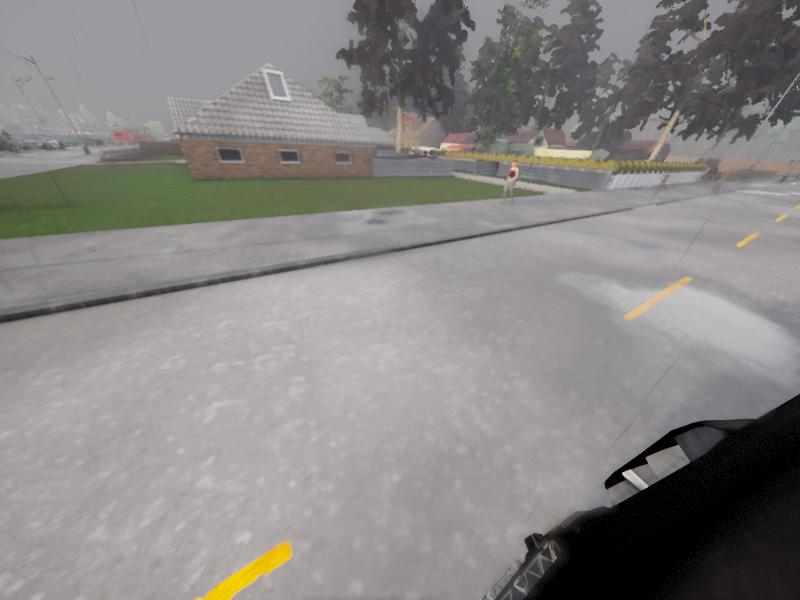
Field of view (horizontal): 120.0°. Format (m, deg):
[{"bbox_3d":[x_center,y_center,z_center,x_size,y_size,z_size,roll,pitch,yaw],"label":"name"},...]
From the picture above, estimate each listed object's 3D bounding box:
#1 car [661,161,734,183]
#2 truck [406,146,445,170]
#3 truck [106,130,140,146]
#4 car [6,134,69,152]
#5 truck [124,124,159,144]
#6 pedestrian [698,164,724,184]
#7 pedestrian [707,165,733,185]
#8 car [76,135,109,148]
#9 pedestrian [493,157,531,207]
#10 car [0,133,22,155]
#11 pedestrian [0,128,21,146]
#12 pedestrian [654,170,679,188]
[{"bbox_3d":[40.906,-17.815,32.006,2.150,2.045,5.566,-15,38,-25],"label":"car"},{"bbox_3d":[2.845,-16.411,26.659,2.069,2.038,4.478,-16,38,-26],"label":"truck"},{"bbox_3d":[-57.166,-33.535,47.803,2.627,2.467,5.204,-16,38,-26],"label":"truck"},{"bbox_3d":[-42.590,-18.655,27.382,2.038,1.542,4.974,-16,38,-26],"label":"car"},{"bbox_3d":[-64.642,-41.545,58.051,2.891,3.827,8.468,-16,38,-26],"label":"truck"},{"bbox_3d":[34.332,-13.883,25.515,0.751,1.860,0.751,-14,37,-23],"label":"pedestrian"},{"bbox_3d":[35.496,-13.921,25.661,0.751,1.860,0.751,27,41,32],"label":"pedestrian"},{"bbox_3d":[-49.640,-25.660,37.368,1.789,1.549,3.705,-16,38,-26],"label":"car"},{"bbox_3d":[4.899,-5.193,10.221,0.751,1.860,0.751,-15,37,-24],"label":"pedestrian"},{"bbox_3d":[-38.322,-14.448,21.314,1.851,1.617,3.988,-16,38,-26],"label":"car"},{"bbox_3d":[-50.249,-20.893,29.638,0.751,1.860,0.751,-19,40,-30],"label":"pedestrian"},{"bbox_3d":[23.405,-10.642,20.331,0.751,1.300,0.751,-12,36,-21],"label":"pedestrian"}]
